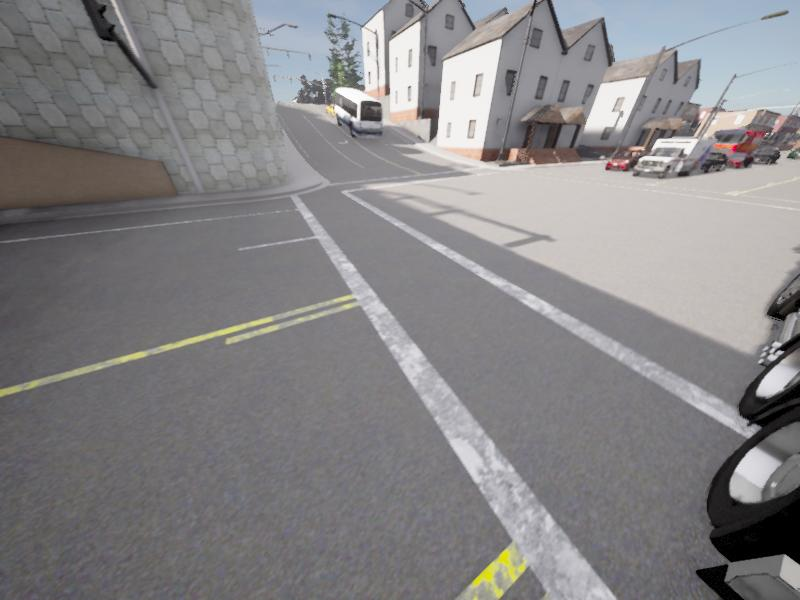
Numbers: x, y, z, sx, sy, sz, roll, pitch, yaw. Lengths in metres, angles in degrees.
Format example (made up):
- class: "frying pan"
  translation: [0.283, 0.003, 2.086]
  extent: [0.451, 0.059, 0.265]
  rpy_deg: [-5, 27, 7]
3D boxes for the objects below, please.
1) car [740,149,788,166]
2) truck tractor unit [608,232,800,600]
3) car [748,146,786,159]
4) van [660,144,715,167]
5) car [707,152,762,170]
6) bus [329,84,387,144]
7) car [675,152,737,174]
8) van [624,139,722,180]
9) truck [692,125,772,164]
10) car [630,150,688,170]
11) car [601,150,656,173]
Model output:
- class: "car"
  translation: [43.981, -17.232, 27.900]
  extent: [4.892, 1.490, 1.837]
  rpy_deg: [-16, 38, -21]
- class: "truck tractor unit"
  translation: [5.057, -0.350, 0.856]
  extent: [6.516, 4.208, 3.053]
  rpy_deg: [-20, 40, -27]
- class: "car"
  translation: [60.427, -24.353, 38.045]
  extent: [4.553, 1.767, 2.097]
  rpy_deg: [-16, 38, -22]
- class: "van"
  translation: [32.400, -16.351, 26.064]
  extent: [4.480, 2.038, 2.069]
  rpy_deg: [-16, 38, -22]
- class: "car"
  translation: [34.733, -14.496, 23.996]
  extent: [4.181, 1.385, 1.994]
  rpy_deg: [-15, 38, -21]
- class: "bus"
  translation: [-5.781, -24.588, 30.415]
  extent: [3.944, 4.253, 10.273]
  rpy_deg: [-16, 52, -23]
- class: "car"
  translation: [27.985, -12.610, 21.113]
  extent: [4.892, 1.490, 1.837]
  rpy_deg: [-16, 38, -22]
- class: "van"
  translation: [21.132, -11.016, 17.942]
  extent: [6.366, 2.431, 2.351]
  rpy_deg: [-16, 38, -22]
- class: "truck"
  translation: [43.424, -20.274, 30.241]
  extent: [8.468, 3.827, 2.891]
  rpy_deg: [-16, 38, -22]
- class: "car"
  translation: [26.679, -14.478, 23.782]
  extent: [4.902, 1.511, 2.128]
  rpy_deg: [-16, 38, -22]
- class: "car"
  translation: [21.164, -12.930, 21.422]
  extent: [3.988, 1.617, 1.851]
  rpy_deg: [-16, 38, -22]
